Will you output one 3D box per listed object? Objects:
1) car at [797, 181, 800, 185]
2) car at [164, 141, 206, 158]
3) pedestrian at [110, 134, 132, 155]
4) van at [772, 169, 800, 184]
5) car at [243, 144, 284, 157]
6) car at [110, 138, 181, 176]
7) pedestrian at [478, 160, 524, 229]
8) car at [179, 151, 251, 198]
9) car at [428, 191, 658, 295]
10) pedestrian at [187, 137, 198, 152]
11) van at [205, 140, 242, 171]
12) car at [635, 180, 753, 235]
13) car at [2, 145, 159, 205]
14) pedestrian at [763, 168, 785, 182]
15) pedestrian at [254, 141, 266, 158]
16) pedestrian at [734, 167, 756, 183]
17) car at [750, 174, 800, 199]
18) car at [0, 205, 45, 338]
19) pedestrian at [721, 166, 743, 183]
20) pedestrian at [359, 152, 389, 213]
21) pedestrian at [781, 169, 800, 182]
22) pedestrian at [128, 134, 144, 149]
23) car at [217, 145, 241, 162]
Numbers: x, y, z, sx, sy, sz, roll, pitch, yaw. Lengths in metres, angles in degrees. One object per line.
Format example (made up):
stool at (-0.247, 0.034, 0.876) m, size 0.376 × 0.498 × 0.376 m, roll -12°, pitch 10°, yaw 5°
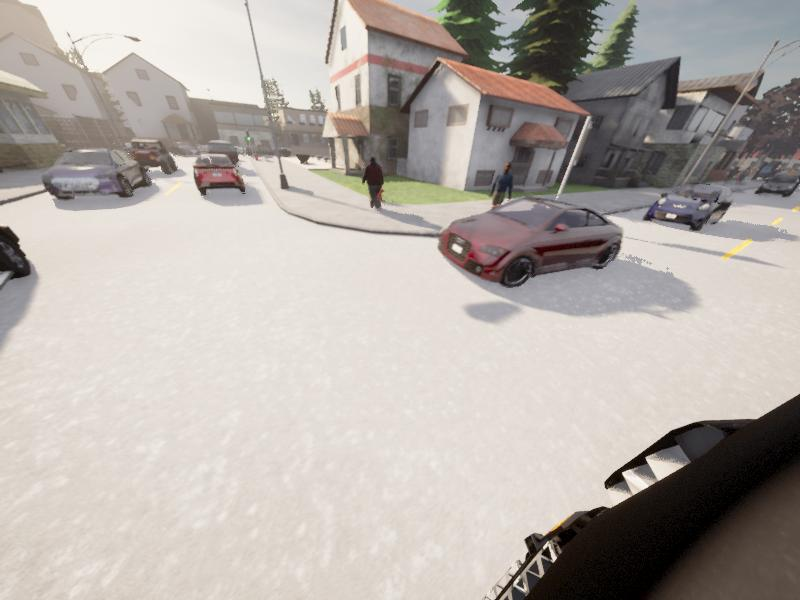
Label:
car at (66.844, -19.337, 37.318) m, size 4.514 × 1.525 × 2.007 m, roll -16°, pitch 38°, yaw -26°
car at (-27.116, -19.041, 29.190) m, size 4.902 × 1.511 × 2.128 m, roll 22°, pitch 38°, yaw 26°
pedestrian at (-31.276, -17.466, 25.941) m, size 0.751 × 1.860 × 0.751 m, roll -13°, pitch 37°, yaw -22°
van at (72.037, -22.189, 41.657) m, size 4.442 × 1.987 × 1.775 m, roll 24°, pitch 39°, yaw 29°
car at (-21.135, -23.221, 35.987) m, size 2.163 × 1.488 × 4.792 m, roll 24°, pitch 39°, yaw 29°
car at (-16.421, -9.449, 15.215) m, size 1.905 × 1.878 × 3.866 m, roll -16°, pitch 38°, yaw -26°
pedestrian at (3.166, -3.338, 7.325) m, size 0.751 × 1.860 × 0.751 m, roll 20°, pitch 37°, yaw 24°
car at (-8.885, -6.301, 11.385) m, size 2.007 × 1.525 × 4.514 m, roll -16°, pitch 38°, yaw -27°
car at (3.039, -1.535, 5.273) m, size 4.181 × 1.385 × 1.994 m, roll -10°, pitch 36°, yaw -19°
pedestrian at (-33.309, -24.983, 37.117) m, size 0.751 × 1.860 × 0.751 m, roll -19°, pitch 39°, yaw -29°
van at (-14.514, -12.052, 19.201) m, size 1.775 × 1.987 × 4.442 m, roll -16°, pitch 38°, yaw -26°
car at (11.856, -3.889, 9.368) m, size 3.633 × 1.501 × 1.845 m, roll -16°, pitch 38°, yaw -26°
car at (-12.391, -5.362, 9.606) m, size 2.033 × 1.649 × 4.856 m, roll -16°, pitch 37°, yaw -26°
pedestrian at (59.216, -19.839, 36.579) m, size 0.751 × 1.860 × 0.751 m, roll -6°, pitch 35°, yaw -13°
pedestrian at (-19.123, -20.573, 31.559) m, size 0.751 × 1.860 × 0.751 m, roll 13°, pitch 35°, yaw 15°
pedestrian at (45.680, -16.575, 30.612) m, size 0.751 × 1.860 × 0.751 m, roll -19°, pitch 39°, yaw -29°
car at (32.974, -9.917, 20.040) m, size 3.988 × 1.617 × 1.851 m, roll -16°, pitch 38°, yaw -26°
car at (-6.226, -0.336, 2.278) m, size 4.605 × 1.855 × 1.932 m, roll 30°, pitch 42°, yaw 35°
pedestrian at (42.887, -16.203, 29.833) m, size 0.751 × 1.860 × 0.751 m, roll -14°, pitch 37°, yaw -24°
pedestrian at (-0.914, -4.196, 8.301) m, size 0.751 × 1.860 × 0.751 m, roll -18°, pitch 39°, yaw -28°
pedestrian at (63.987, -20.382, 37.772) m, size 0.751 × 1.860 × 0.751 m, roll -8°, pitch 35°, yaw -16°
pedestrian at (-40.652, -24.367, 35.613) m, size 0.751 × 1.860 × 0.751 m, roll -15°, pitch 37°, yaw -25°
car at (-20.018, -17.284, 27.125) m, size 1.816 × 1.474 × 4.193 m, roll -16°, pitch 38°, yaw -26°
